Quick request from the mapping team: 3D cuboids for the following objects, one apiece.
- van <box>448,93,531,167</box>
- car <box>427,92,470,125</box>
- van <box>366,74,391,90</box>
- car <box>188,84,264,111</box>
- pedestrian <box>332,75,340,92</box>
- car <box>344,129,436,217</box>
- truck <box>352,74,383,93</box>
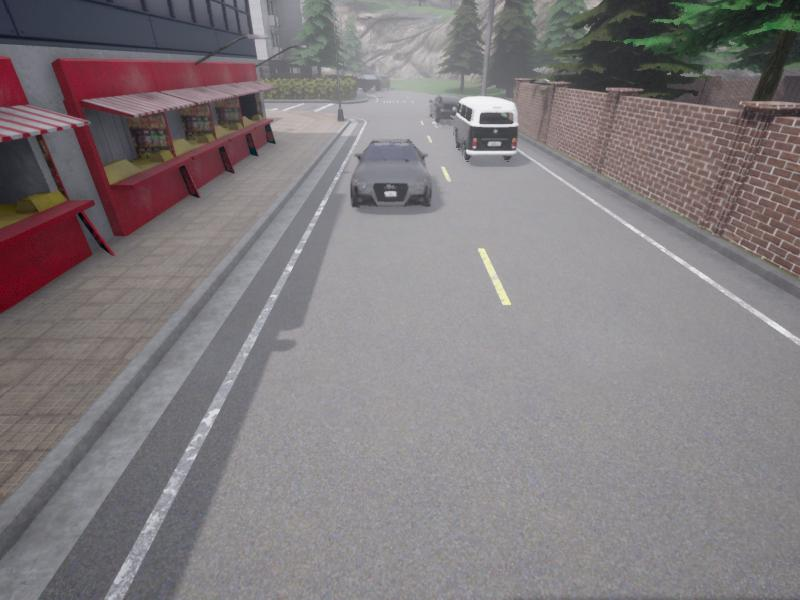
[{"bbox_3d":[3.219,-6.685,15.452,2.069,2.038,4.480,0,31,0],"label":"van"},{"bbox_3d":[3.007,-12.406,25.777,1.837,1.490,4.892,-1,31,-3],"label":"car"},{"bbox_3d":[-3.285,-32.744,60.126,1.775,1.987,4.442,-17,34,-27],"label":"van"},{"bbox_3d":[-13.088,-15.422,30.425,4.611,1.667,2.242,-1,30,-2],"label":"car"},{"bbox_3d":[-8.457,-28.707,53.020,0.751,1.860,0.751,-10,32,-17],"label":"pedestrian"},{"bbox_3d":[-0.229,-3.587,10.804,1.994,1.385,4.181,0,30,0],"label":"car"},{"bbox_3d":[-4.601,-30.219,55.686,2.390,2.098,6.274,-12,32,-19],"label":"truck"}]
